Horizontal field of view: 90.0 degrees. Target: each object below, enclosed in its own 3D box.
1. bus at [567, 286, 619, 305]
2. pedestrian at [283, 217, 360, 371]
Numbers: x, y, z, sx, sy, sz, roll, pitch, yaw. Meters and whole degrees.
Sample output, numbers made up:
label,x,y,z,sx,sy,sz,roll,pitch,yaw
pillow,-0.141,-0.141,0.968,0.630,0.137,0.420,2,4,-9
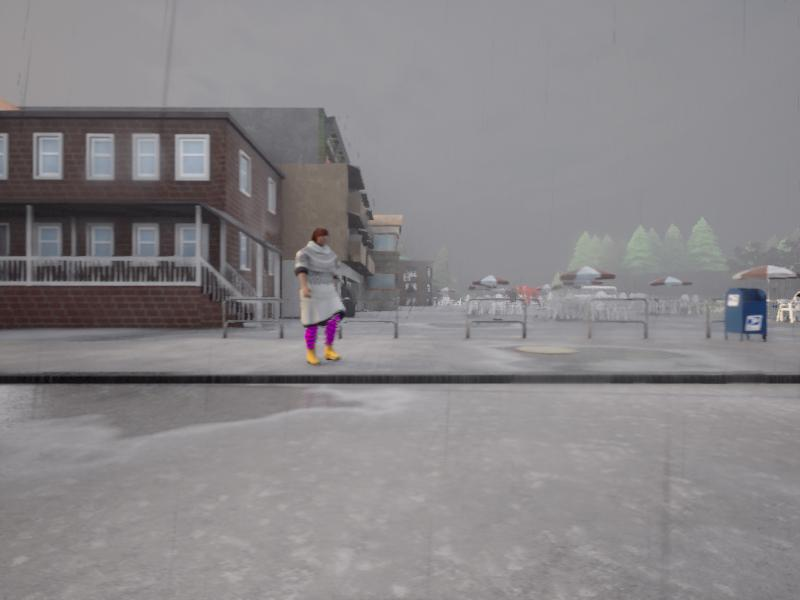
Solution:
label,x,y,z,sx,sy,sz,roll,pitch,yaw
bus,44.822,-1.092,93.258,10.273,4.253,3.944,0,0,0
pedestrian,-1.057,-0.069,5.360,0.751,1.860,0.751,0,0,-39
